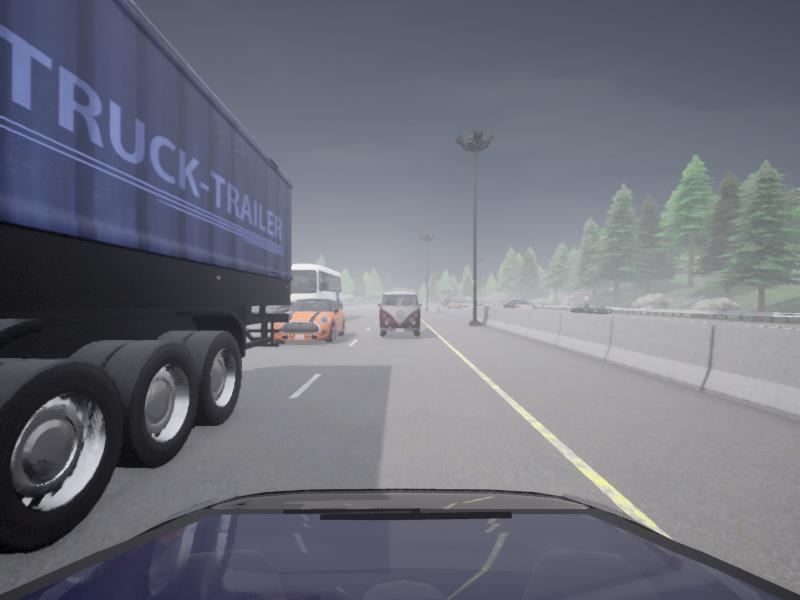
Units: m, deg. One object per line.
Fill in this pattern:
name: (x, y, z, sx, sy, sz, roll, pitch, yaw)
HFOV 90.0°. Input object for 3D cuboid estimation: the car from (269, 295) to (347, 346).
car: (-3.502, 0.716, 16.186, 2.097, 1.767, 4.553, 0, 0, 0)

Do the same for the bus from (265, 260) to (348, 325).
bus: (-6.890, -0.495, 31.713, 3.944, 4.253, 10.273, 0, 0, 2)

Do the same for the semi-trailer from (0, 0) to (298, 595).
semi-trailer: (-3.511, -0.615, 1.316, 2.717, 4.402, 14.254, 0, 0, 0)

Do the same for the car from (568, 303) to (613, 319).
car: (17.496, 0.991, 36.937, 1.895, 1.301, 4.718, 0, 0, 0)

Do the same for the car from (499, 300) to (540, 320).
car: (10.496, 0.827, 35.514, 2.152, 1.651, 5.027, 0, 0, 0)

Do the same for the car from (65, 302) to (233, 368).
car: (-7.001, 0.839, 12.003, 1.882, 1.535, 5.008, 0, 0, 0)

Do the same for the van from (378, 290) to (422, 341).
van: (-0.001, 0.623, 18.074, 1.775, 1.987, 4.442, 0, 0, 0)
